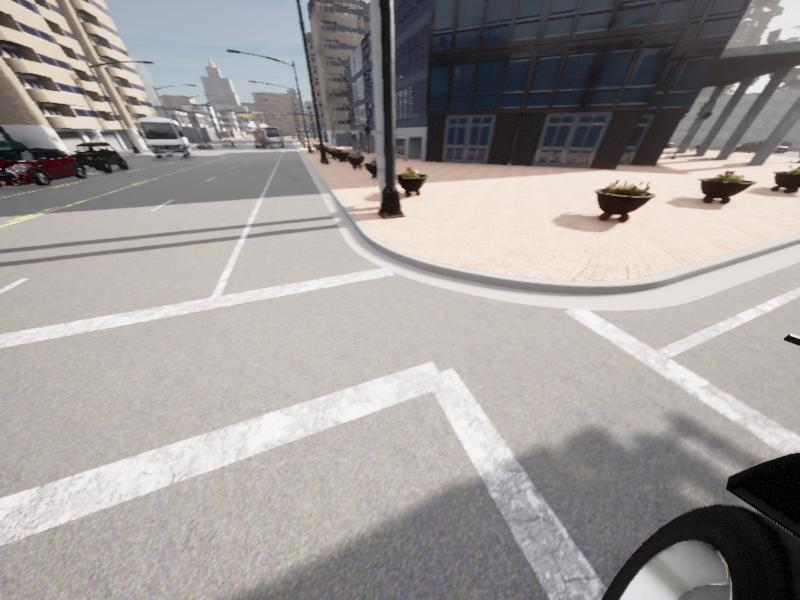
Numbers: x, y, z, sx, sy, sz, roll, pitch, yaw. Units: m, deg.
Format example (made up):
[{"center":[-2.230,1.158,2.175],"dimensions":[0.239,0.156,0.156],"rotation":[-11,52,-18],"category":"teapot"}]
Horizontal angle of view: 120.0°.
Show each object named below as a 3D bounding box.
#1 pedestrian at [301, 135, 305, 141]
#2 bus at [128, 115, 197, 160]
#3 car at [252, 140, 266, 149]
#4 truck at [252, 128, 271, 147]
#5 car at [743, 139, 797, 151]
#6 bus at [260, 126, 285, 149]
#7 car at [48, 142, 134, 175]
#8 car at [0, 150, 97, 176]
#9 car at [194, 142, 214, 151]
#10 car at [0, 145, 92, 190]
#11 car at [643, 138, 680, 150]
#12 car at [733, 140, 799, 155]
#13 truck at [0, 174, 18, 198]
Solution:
[{"center":[-33.528,-56.047,79.897],"dimensions":[0.751,1.860,0.751],"rotation":[-4,36,-6],"category":"pedestrian"},{"center":[-30.921,-21.623,30.915],"dimensions":[3.944,4.253,10.273],"rotation":[-21,40,-27],"category":"bus"},{"center":[-33.409,-37.066,54.974],"dimensions":[2.033,1.649,4.856],"rotation":[-13,38,-17],"category":"car"},{"center":[-37.479,-44.160,62.720],"dimensions":[2.891,3.827,8.468],"rotation":[-13,39,-17],"category":"truck"},{"center":[66.712,-28.055,41.795],"dimensions":[2.152,1.651,5.027],"rotation":[-24,42,-29],"category":"car"},{"center":[-31.422,-40.597,57.615],"dimensions":[3.944,4.253,10.273],"rotation":[-13,38,-17],"category":"bus"},{"center":[-23.100,-10.836,17.574],"dimensions":[1.905,1.878,3.866],"rotation":[-13,37,-17],"category":"car"},{"center":[-26.536,-10.616,17.729],"dimensions":[1.994,1.385,4.181],"rotation":[-11,36,-15],"category":"car"},{"center":[-42.104,-33.113,49.690],"dimensions":[1.994,1.385,4.181],"rotation":[-13,38,-17],"category":"car"},{"center":[-20.855,-7.561,12.986],"dimensions":[2.097,1.767,4.553],"rotation":[-13,37,-17],"category":"car"},{"center":[48.427,-29.044,42.911],"dimensions":[1.851,1.617,3.988],"rotation":[-8,37,-11],"category":"car"},{"center":[53.467,-22.459,33.986],"dimensions":[2.152,1.651,5.027],"rotation":[4,36,6],"category":"car"},{"center":[-17.910,-4.013,6.192],"dimensions":[2.891,3.827,8.468],"rotation":[-13,37,-17],"category":"truck"}]
